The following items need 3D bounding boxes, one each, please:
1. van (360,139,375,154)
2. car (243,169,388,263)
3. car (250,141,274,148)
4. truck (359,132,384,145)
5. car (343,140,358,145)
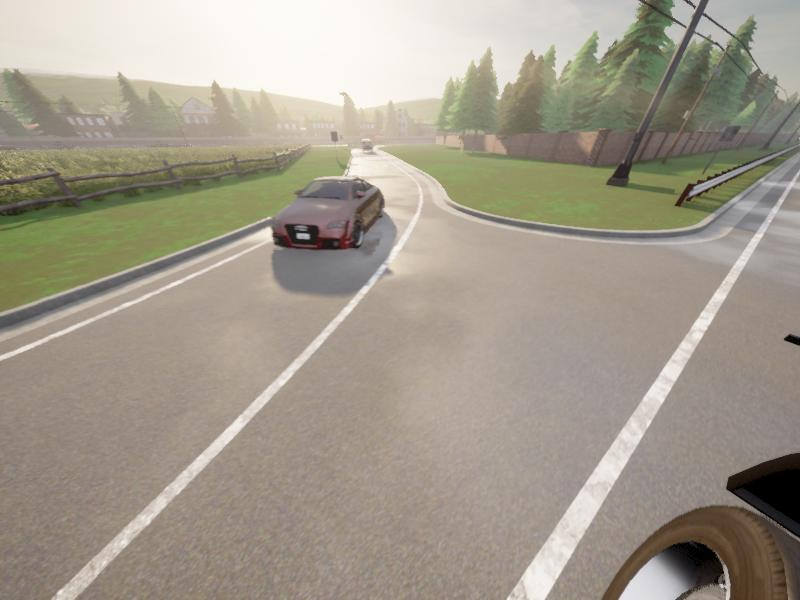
[{"bbox_3d":[-5.640,-26.217,39.393,2.069,2.038,4.480,-6,35,-8],"label":"van"},{"bbox_3d":[-1.782,-2.672,6.529,1.994,1.385,4.181,5,36,8],"label":"car"},{"bbox_3d":[-38.977,-44.036,65.383,5.366,1.575,1.801,-21,40,-27],"label":"car"},{"bbox_3d":[-10.159,-58.594,83.816,8.468,3.827,2.891,-21,40,-27],"label":"truck"},{"bbox_3d":[-17.897,-57.041,83.750,4.902,1.511,2.128,-21,40,-27],"label":"car"}]
